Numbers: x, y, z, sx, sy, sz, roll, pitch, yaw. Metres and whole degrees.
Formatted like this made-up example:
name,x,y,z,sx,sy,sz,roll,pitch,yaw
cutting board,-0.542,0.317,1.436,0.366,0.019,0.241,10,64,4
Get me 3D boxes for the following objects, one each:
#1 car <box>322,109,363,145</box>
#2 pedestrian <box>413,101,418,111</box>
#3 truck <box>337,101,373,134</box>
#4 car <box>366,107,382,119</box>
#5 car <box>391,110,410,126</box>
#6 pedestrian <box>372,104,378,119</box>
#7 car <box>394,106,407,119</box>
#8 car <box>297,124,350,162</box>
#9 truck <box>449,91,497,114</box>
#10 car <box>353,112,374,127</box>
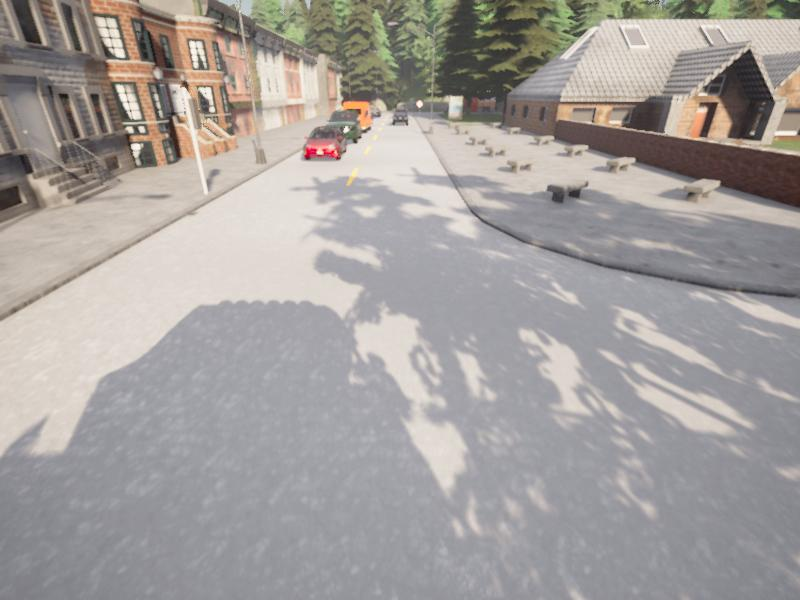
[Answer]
name,x,y,z,sx,sy,sz,roll,pitch,yaw
car,-3.999,-12.602,28.966,2.150,2.045,5.566,0,27,0
pedestrian,3.040,-38.374,79.137,0.751,1.860,0.751,-9,28,-16
truck,-3.972,-16.679,36.448,2.627,2.467,5.204,0,27,0
car,-3.903,-28.835,61.716,2.163,1.488,4.792,0,27,0
car,0.057,-21.190,46.426,2.033,1.411,5.357,0,27,0
pedestrian,-3.490,-26.228,55.676,0.751,1.860,0.751,3,27,6
car,0.091,-28.069,59.730,1.837,1.490,4.892,0,28,0
car,-3.994,-8.629,21.791,2.007,1.525,4.514,0,27,0
truck,13.947,-37.959,76.938,8.468,3.827,2.891,0,27,0
car,-3.943,-19.796,43.811,1.895,1.301,4.718,0,27,0
